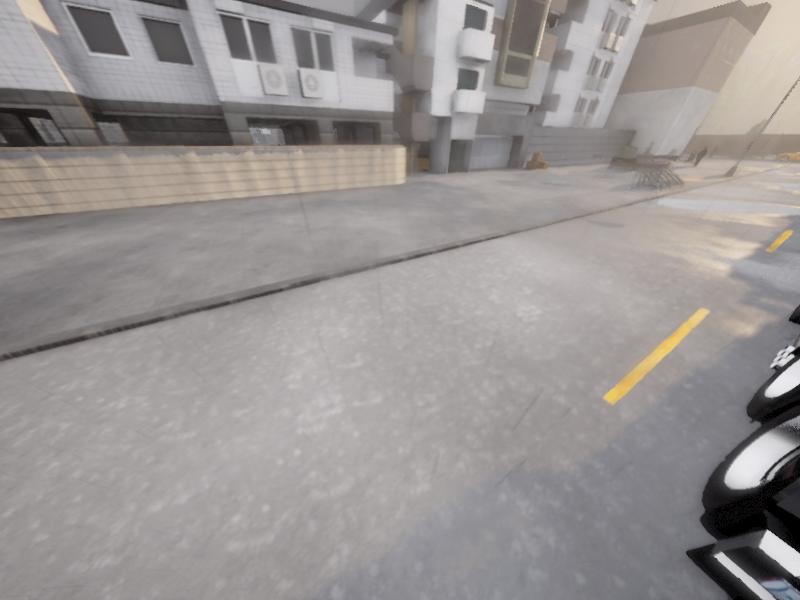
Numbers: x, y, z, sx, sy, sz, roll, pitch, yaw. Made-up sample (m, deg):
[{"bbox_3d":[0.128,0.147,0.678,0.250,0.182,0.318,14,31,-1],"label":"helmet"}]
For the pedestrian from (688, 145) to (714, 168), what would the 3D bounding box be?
[{"bbox_3d":[29.573,-14.095,22.684,0.751,1.860,0.751,-26,42,-32],"label":"pedestrian"}]

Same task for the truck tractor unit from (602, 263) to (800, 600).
[{"bbox_3d":[5.117,-0.291,0.795,6.516,4.208,3.053,-18,39,-24],"label":"truck tractor unit"}]

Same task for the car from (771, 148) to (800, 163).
[{"bbox_3d":[53.156,-18.703,29.987,1.882,1.535,5.008,-18,39,-24],"label":"car"}]
